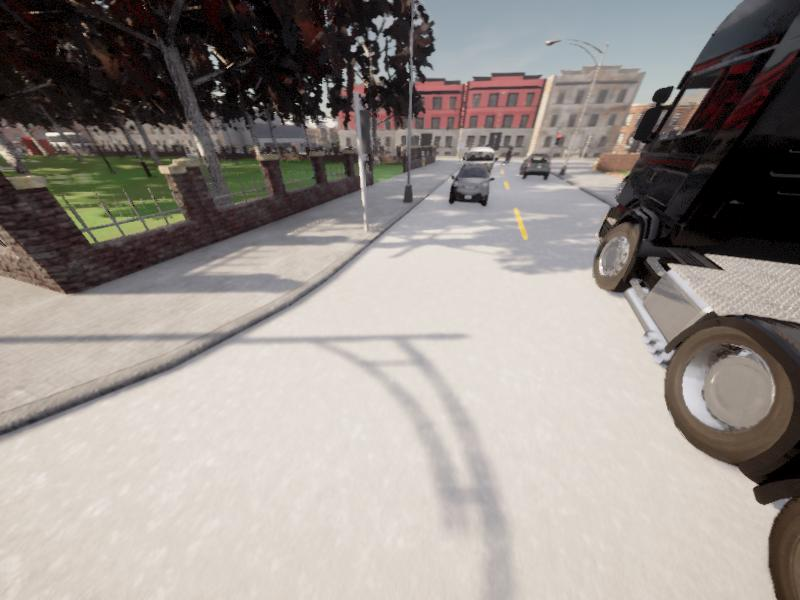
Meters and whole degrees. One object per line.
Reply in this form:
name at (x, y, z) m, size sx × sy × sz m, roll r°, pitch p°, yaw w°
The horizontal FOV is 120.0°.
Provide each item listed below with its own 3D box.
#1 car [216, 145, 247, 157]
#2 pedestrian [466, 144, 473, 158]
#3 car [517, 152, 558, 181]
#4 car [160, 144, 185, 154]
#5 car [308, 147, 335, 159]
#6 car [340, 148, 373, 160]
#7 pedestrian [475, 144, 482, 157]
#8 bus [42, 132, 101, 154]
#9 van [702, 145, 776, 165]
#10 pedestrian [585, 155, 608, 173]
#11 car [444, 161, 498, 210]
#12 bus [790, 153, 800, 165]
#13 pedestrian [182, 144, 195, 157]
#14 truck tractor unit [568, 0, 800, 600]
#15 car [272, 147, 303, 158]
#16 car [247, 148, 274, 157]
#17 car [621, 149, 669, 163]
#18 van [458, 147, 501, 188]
car at (-32.879, -29.154, 45.112) m, size 4.605 × 1.855 × 1.932 m, roll 11°, pitch 36°, yaw 15°
pedestrian at (11.768, -25.204, 39.085) m, size 0.751 × 1.860 × 0.751 m, roll 3°, pitch 35°, yaw 5°
car at (10.490, -10.439, 17.936) m, size 1.851 × 1.617 × 3.988 m, roll 11°, pitch 36°, yaw 15°
car at (-53.225, -35.322, 54.142) m, size 3.866 × 1.878 × 1.905 m, roll 11°, pitch 36°, yaw 15°
car at (-13.522, -25.407, 39.901) m, size 3.705 × 1.549 × 1.789 m, roll 11°, pitch 36°, yaw 15°
car at (-7.132, -24.188, 38.166) m, size 4.892 × 1.490 × 1.837 m, roll 10°, pitch 36°, yaw 14°
pedestrian at (13.650, -26.019, 40.276) m, size 0.751 × 1.860 × 0.751 m, roll 14°, pitch 37°, yaw 20°
bus at (-82.411, -39.405, 58.061) m, size 10.273 × 4.253 × 3.944 m, roll 11°, pitch 36°, yaw 15°
van at (41.208, -17.751, 28.275) m, size 4.442 × 1.987 × 1.775 m, roll 11°, pitch 36°, yaw 15°
pedestrian at (16.466, -11.403, 19.371) m, size 0.751 × 1.300 × 0.751 m, roll -8°, pitch 35°, yaw -12°
car at (3.356, -5.448, 10.708) m, size 1.845 × 1.501 × 3.633 m, roll 11°, pitch 36°, yaw 15°
bus at (52.442, -16.503, 24.430) m, size 10.273 × 4.253 × 3.944 m, roll 11°, pitch 36°, yaw 15°
pedestrian at (-38.934, -27.521, 42.516) m, size 0.751 × 1.860 × 0.751 m, roll 11°, pitch 36°, yaw 16°
truck tractor unit at (4.205, -0.757, 1.453) m, size 3.053 × 4.208 × 6.516 m, roll 14°, pitch 37°, yaw 19°
car at (-20.348, -26.669, 41.779) m, size 4.514 × 1.525 × 2.007 m, roll 11°, pitch 36°, yaw 15°
car at (-26.256, -27.751, 43.410) m, size 3.806 × 1.475 × 1.970 m, roll 11°, pitch 36°, yaw 15°
car at (32.488, -19.189, 30.789) m, size 3.633 × 1.501 × 1.845 m, roll 11°, pitch 36°, yaw 15°
van at (5.316, -8.984, 15.427) m, size 2.069 × 2.038 × 4.480 m, roll 11°, pitch 36°, yaw 15°
